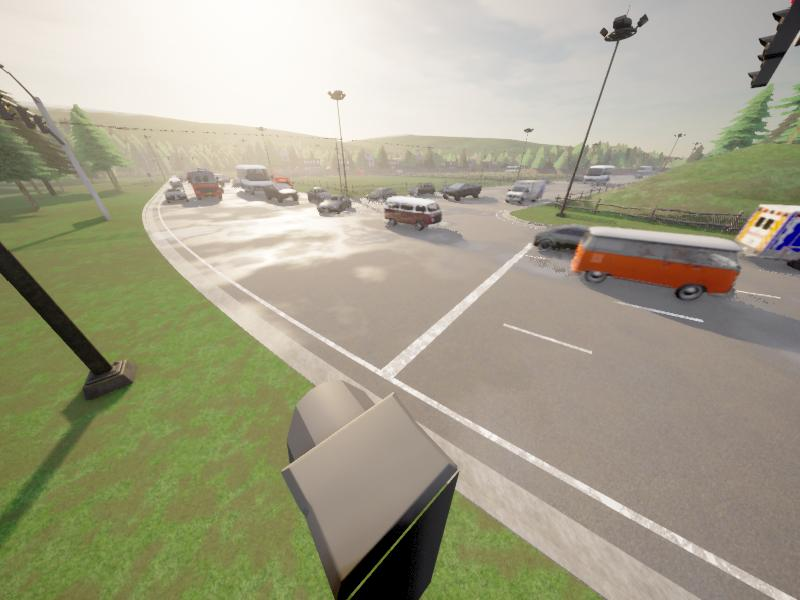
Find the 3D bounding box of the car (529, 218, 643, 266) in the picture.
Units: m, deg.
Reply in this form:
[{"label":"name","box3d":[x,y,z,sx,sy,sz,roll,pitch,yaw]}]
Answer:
[{"label":"car","box3d":[9.388,-3.192,12.144,4.181,1.385,1.994,18,34,28]}]

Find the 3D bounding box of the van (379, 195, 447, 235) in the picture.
[{"label":"van","box3d":[0.874,-6.416,17.084,4.480,2.038,2.069,21,36,32]}]

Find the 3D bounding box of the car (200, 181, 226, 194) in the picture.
[{"label":"car","box3d":[-33.022,-19.800,40.675,5.027,1.651,2.152,24,38,35]}]

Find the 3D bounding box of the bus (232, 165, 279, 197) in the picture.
[{"label":"bus","box3d":[-24.436,-20.256,38.829,3.944,4.253,10.273,-22,37,-33]}]

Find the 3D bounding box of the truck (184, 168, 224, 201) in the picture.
[{"label":"truck","box3d":[-28.387,-16.866,33.394,2.891,3.827,8.468,-22,37,-33]}]

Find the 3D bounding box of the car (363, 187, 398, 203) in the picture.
[{"label":"car","box3d":[-2.539,-14.455,31.565,2.163,1.488,4.792,21,36,32]}]

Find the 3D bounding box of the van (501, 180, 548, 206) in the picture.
[{"label":"van","box3d":[15.771,-13.599,29.131,6.366,2.431,2.351,-23,37,-34]}]

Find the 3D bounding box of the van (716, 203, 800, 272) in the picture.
[{"label":"van","box3d":[19.415,-2.400,9.734,6.366,2.431,2.351,17,34,26]}]

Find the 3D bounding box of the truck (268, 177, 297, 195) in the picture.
[{"label":"truck","box3d":[-19.950,-19.418,39.175,2.627,2.467,5.204,-22,37,-33]}]

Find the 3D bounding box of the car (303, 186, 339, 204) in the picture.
[{"label":"car","box3d":[-10.332,-13.723,30.103,2.242,1.667,4.611,-26,39,-37]}]

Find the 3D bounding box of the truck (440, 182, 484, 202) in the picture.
[{"label":"truck","box3d":[8.587,-15.011,31.902,6.274,2.098,2.390,-23,37,-34]}]

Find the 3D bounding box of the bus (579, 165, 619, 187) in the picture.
[{"label":"bus","box3d":[48.687,-30.417,56.439,10.273,4.253,3.944,-23,37,-34]}]

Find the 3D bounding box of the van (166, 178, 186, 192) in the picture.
[{"label":"van","box3d":[-42.225,-21.759,43.658,2.069,2.038,4.480,-22,37,-33]}]

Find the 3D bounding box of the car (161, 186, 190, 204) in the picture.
[{"label":"car","box3d":[-29.716,-13.989,30.613,2.152,1.651,5.027,-23,37,-34]}]

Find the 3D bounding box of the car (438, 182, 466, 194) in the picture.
[{"label":"car","box3d":[9.060,-19.532,40.306,4.974,1.542,2.038,-23,37,-34]}]

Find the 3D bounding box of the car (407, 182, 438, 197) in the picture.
[{"label":"car","box3d":[3.527,-17.354,36.186,4.605,1.855,1.932,-23,37,-34]}]

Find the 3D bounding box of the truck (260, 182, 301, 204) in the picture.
[{"label":"truck","box3d":[-15.793,-14.169,30.444,2.390,2.098,6.274,-26,39,-37]}]

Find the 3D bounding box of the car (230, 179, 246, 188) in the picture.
[{"label":"car","box3d":[-36.642,-26.417,52.224,1.882,1.535,5.008,-22,37,-33]}]

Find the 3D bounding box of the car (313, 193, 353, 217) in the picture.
[{"label":"car","box3d":[-6.677,-9.914,23.837,2.152,1.651,5.027,3,30,6]}]

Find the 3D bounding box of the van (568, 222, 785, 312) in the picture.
[{"label":"van","box3d":[9.183,-1.449,8.527,4.442,1.987,1.775,18,34,28]}]
